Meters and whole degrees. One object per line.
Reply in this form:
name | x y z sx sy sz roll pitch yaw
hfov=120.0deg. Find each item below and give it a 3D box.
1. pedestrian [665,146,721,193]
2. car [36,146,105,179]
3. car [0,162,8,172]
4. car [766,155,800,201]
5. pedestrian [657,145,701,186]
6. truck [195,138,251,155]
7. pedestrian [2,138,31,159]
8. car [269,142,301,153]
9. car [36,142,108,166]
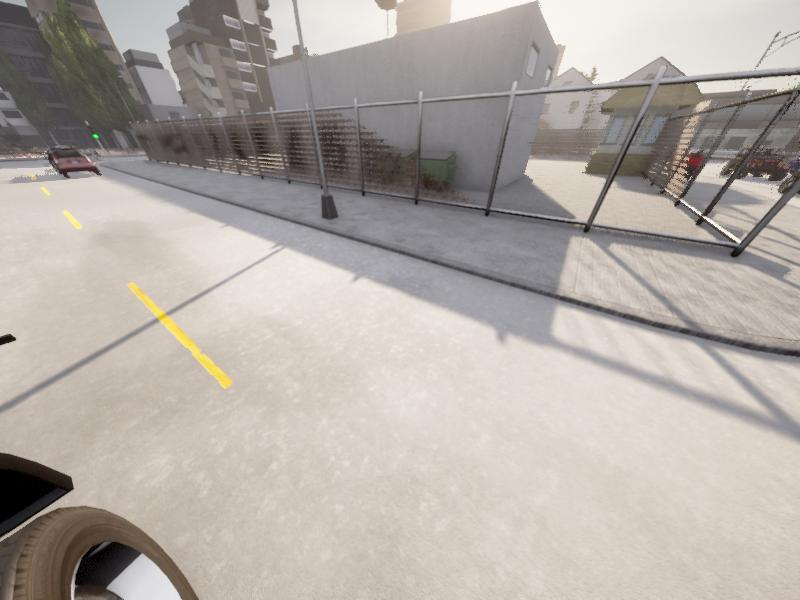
pedestrian | 13.750 -6.183 10.940 0.751 1.860 0.751 22 40 27
car | -22.740 -9.569 15.942 3.988 1.617 1.851 22 41 28
car | -32.581 -10.546 17.372 4.193 1.474 1.816 14 37 18
car | 19.239 -5.113 9.903 2.033 1.649 4.856 22 40 28
pedestrian | 15.087 -7.323 12.568 0.751 1.860 0.751 29 44 34
truck | -27.881 -24.536 36.726 2.390 2.098 6.274 22 41 28
pedestrian | -41.954 -16.572 25.303 0.751 1.860 0.751 28 44 34
car | -19.997 -26.691 40.411 1.812 1.442 4.674 22 40 28
car | -32.474 -14.728 23.165 1.930 1.638 5.238 -17 39 -21
